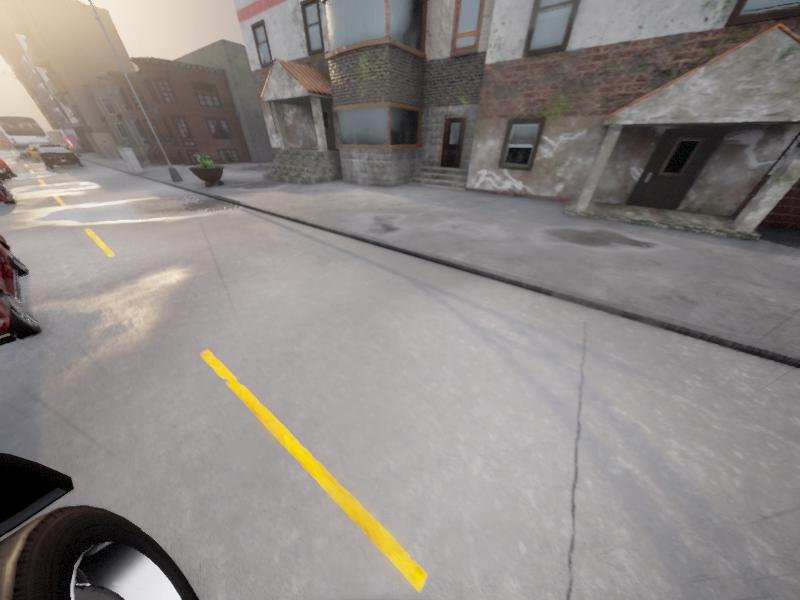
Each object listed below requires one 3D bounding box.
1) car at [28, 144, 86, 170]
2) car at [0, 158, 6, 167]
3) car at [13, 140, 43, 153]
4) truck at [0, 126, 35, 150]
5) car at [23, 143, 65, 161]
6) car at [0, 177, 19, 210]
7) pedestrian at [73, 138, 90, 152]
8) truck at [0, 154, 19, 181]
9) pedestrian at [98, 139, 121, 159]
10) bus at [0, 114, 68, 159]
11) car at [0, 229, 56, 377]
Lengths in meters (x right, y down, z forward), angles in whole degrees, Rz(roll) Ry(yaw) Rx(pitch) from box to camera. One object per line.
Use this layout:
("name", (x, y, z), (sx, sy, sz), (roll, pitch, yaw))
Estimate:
("car", (-30.061, -12.629, 20.255), (5.238, 1.638, 1.930), (22, 41, 28))
("car", (-37.240, -12.845, 20.301), (3.866, 1.878, 1.905), (22, 41, 28))
("car", (-63.087, -26.053, 39.133), (4.856, 1.649, 2.033), (23, 41, 29))
("truck", (-80.782, -31.973, 45.519), (2.891, 3.827, 8.468), (22, 41, 28))
("car", (-40.724, -16.939, 26.402), (5.008, 1.535, 1.882), (22, 41, 28))
("car", (-16.970, -4.358, 8.822), (4.181, 1.385, 1.994), (22, 41, 28))
("pedestrian", (-50.956, -24.757, 36.944), (0.751, 1.860, 0.751), (24, 41, 29))
("truck", (-26.716, -8.782, 14.101), (5.204, 2.467, 2.627), (22, 40, 28))
("pedestrian", (-32.744, -16.999, 26.035), (0.751, 1.860, 0.751), (22, 41, 28))
("bus", (-49.399, -21.508, 30.483), (10.273, 4.253, 3.944), (22, 41, 28))
("car", (-6.823, -0.186, 3.019), (4.718, 1.301, 1.895), (22, 41, 28))
